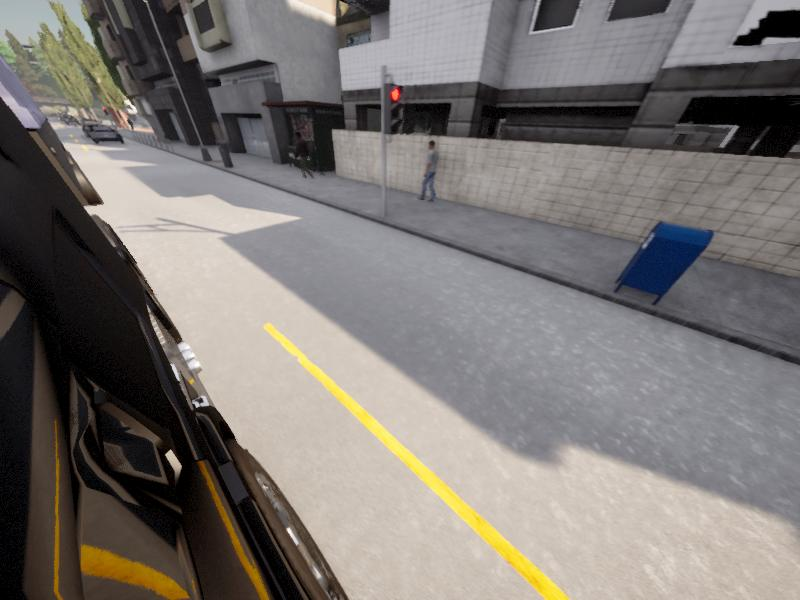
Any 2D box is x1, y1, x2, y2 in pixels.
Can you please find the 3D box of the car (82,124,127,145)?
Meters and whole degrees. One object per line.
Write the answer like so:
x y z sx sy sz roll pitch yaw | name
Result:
-27.709 -15.565 21.658 4.181 1.385 1.994 30 44 32 | car

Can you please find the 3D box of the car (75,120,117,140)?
-33.285 -18.637 25.294 4.514 1.525 2.007 28 43 30 | car

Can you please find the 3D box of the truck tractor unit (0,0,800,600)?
-2.645 -0.295 0.351 6.516 4.208 3.053 28 44 30 | truck tractor unit

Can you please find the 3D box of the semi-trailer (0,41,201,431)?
-8.697 -3.597 4.240 14.254 4.402 2.717 28 43 30 | semi-trailer

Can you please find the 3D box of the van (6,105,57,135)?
-42.973 -21.075 27.094 5.915 2.561 1.988 28 43 30 | van

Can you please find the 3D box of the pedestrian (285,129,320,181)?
-4.261 -6.395 10.222 0.751 1.860 0.751 14 38 14 | pedestrian

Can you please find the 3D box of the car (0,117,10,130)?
-52.980 -22.191 28.838 1.816 1.474 4.193 26 42 28 | car

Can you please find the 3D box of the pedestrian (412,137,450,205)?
0.985 -4.297 7.741 0.751 1.860 0.751 28 44 30 | pedestrian
